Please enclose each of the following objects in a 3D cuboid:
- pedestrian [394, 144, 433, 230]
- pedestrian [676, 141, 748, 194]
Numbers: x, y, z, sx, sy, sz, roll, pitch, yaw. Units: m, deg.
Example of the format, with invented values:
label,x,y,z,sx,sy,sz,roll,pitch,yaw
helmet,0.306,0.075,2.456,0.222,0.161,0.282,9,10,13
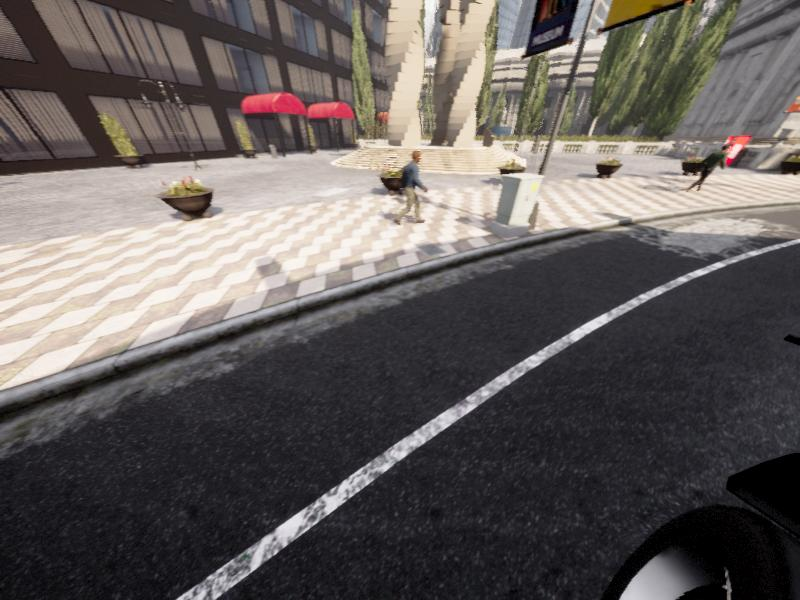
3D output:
label,x,y,z,sx,sy,sz,roll,pitch,yaw
pedestrian,0.307,-2.898,5.987,0.751,1.860,0.751,-7,36,-10
pedestrian,12.889,-5.496,9.625,0.751,1.860,0.751,-5,36,-7
